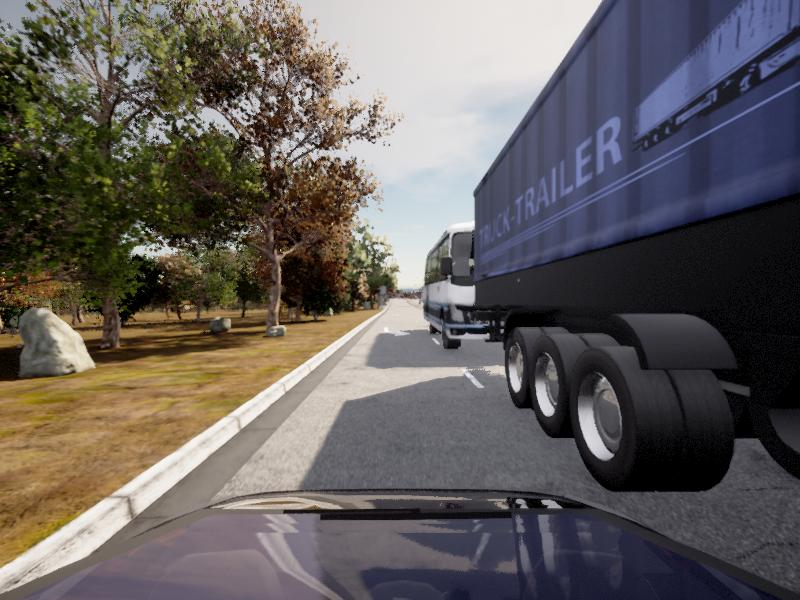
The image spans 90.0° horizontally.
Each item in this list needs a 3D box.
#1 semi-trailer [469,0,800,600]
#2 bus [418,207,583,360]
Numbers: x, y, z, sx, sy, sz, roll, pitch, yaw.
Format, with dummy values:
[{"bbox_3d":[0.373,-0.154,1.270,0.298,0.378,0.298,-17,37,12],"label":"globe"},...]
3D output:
[{"bbox_3d":[2.976,-0.616,2.101,2.717,4.402,14.254,0,0,0],"label":"semi-trailer"},{"bbox_3d":[3.026,-0.533,16.275,3.944,4.253,10.273,0,1,-1],"label":"bus"}]
